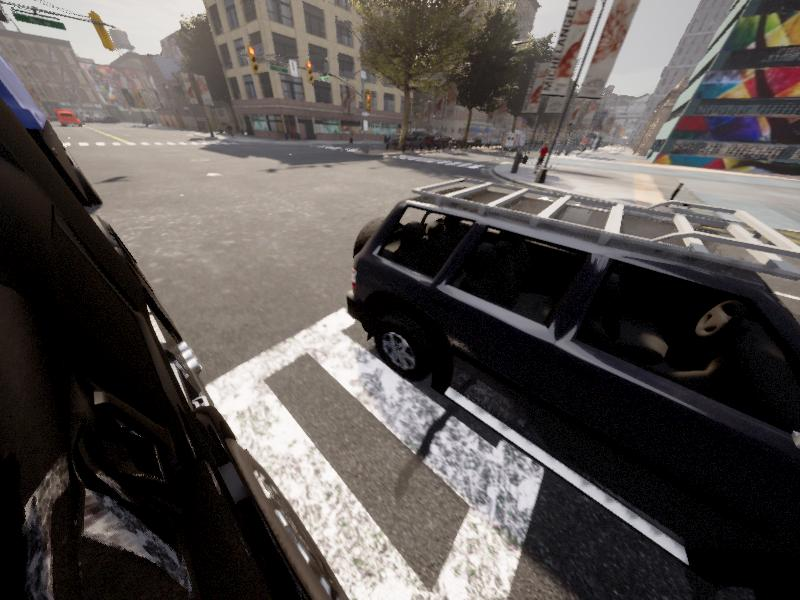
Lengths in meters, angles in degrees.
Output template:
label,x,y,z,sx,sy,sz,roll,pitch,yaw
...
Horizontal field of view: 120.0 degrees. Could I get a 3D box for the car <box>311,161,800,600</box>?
label,x,y,z,sx,sy,sz,roll,pitch,yaw
car,1.607,0.217,1.935,4.605,1.855,1.932,28,43,30

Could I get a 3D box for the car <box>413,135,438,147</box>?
label,x,y,z,sx,sy,sz,roll,pitch,yaw
car,4.391,-27.300,39.615,2.007,1.525,4.514,28,43,30

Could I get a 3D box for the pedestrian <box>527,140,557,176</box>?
label,x,y,z,sx,sy,sz,roll,pitch,yaw
pedestrian,8.809,-8.836,14.399,0.751,1.860,0.751,3,36,0

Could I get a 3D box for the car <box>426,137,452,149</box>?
label,x,y,z,sx,sy,sz,roll,pitch,yaw
car,6.259,-25.257,37.120,1.994,1.385,4.181,28,43,30

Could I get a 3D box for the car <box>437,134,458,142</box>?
label,x,y,z,sx,sy,sz,roll,pitch,yaw
car,13.030,-44.692,63.685,5.366,1.575,1.801,23,41,25

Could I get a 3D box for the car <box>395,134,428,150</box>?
label,x,y,z,sx,sy,sz,roll,pitch,yaw
car,1.643,-22.220,32.435,2.242,1.667,4.611,28,43,30

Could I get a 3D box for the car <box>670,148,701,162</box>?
label,x,y,z,sx,sy,sz,roll,pitch,yaw
car,43.864,-22.357,35.606,2.161,1.482,4.786,28,43,30

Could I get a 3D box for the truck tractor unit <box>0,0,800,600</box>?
label,x,y,z,sx,sy,sz,roll,pitch,yaw
truck tractor unit,-2.645,-0.295,0.351,6.516,4.208,3.053,28,44,30

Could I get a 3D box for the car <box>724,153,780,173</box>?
label,x,y,z,sx,sy,sz,roll,pitch,yaw
car,39.640,-15.661,26.192,2.128,1.511,4.902,28,43,30

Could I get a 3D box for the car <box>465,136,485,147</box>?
label,x,y,z,sx,sy,sz,roll,pitch,yaw
car,14.761,-31.153,45.487,1.851,1.617,3.988,28,43,30

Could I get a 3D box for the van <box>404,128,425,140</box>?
label,x,y,z,sx,sy,sz,roll,pitch,yaw
van,4.261,-49.484,68.733,5.915,2.561,1.988,27,43,29

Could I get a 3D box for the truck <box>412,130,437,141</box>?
label,x,y,z,sx,sy,sz,roll,pitch,yaw
truck,6.676,-45.344,63.680,6.274,2.098,2.390,27,43,29

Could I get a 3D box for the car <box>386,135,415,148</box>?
label,x,y,z,sx,sy,sz,roll,pitch,yaw
car,0.177,-24.350,35.401,1.812,1.442,4.674,28,43,30

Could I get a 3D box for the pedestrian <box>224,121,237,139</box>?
label,x,y,z,sx,sy,sz,roll,pitch,yaw
pedestrian,-22.819,-22.851,31.102,0.751,1.860,0.751,-29,47,-36

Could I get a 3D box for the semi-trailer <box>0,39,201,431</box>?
label,x,y,z,sx,sy,sz,roll,pitch,yaw
semi-trailer,-8.697,-3.602,4.233,14.254,4.402,2.717,28,43,30

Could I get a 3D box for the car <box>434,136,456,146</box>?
label,x,y,z,sx,sy,sz,roll,pitch,yaw
car,8.546,-30.150,43.788,1.837,1.490,4.892,27,43,29

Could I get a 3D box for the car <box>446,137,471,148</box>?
label,x,y,z,sx,sy,sz,roll,pitch,yaw
car,10.520,-28.219,41.304,2.128,1.511,4.902,28,43,30

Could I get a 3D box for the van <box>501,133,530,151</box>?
label,x,y,z,sx,sy,sz,roll,pitch,yaw
van,20.434,-27.894,40.795,2.351,2.431,6.366,28,43,30
